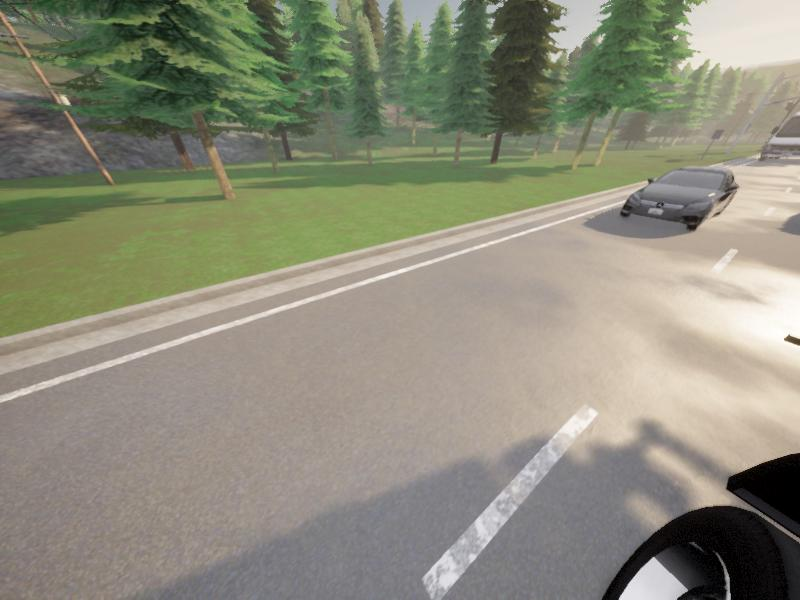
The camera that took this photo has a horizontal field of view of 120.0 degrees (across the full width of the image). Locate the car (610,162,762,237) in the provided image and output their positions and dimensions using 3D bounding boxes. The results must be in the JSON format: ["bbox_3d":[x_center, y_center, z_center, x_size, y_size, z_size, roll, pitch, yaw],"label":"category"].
[{"bbox_3d":[9.325,-3.490,7.527,4.674,1.442,1.812,-20,40,-26],"label":"car"}]

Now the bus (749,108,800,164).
[{"bbox_3d":[41.233,-16.515,23.321,10.273,4.253,3.944,-20,40,-25],"label":"bus"}]
